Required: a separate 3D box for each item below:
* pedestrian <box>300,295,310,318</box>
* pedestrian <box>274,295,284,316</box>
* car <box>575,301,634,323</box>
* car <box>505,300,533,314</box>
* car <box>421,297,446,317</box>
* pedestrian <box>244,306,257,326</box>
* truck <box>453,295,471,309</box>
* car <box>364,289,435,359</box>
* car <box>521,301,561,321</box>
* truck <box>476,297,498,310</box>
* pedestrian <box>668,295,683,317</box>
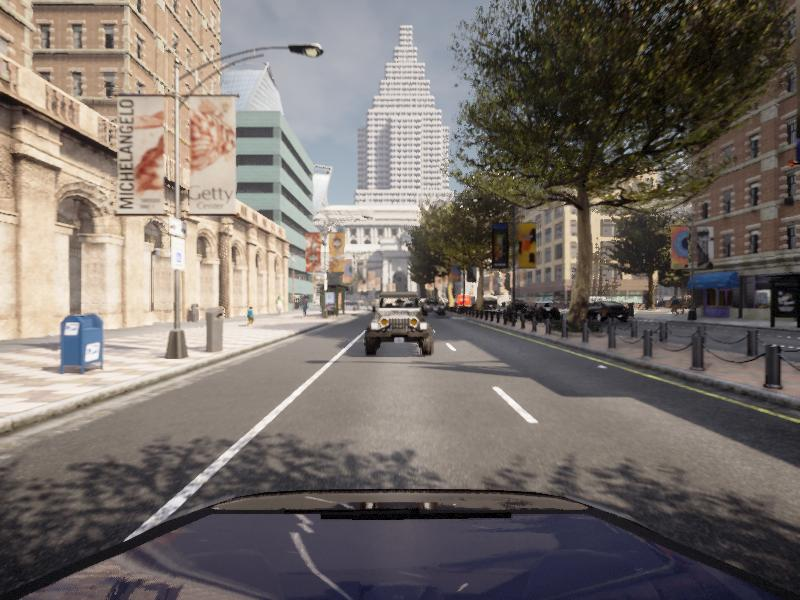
[{"bbox_3d":[-7.808,0.499,32.935,0.751,1.860,0.751,0,0,-6],"label":"pedestrian"},{"bbox_3d":[-11.021,0.500,36.364,0.751,1.860,0.751,0,0,-10],"label":"pedestrian"},{"bbox_3d":[14.956,0.856,29.625,1.837,1.490,4.892,0,0,0],"label":"car"},{"bbox_3d":[14.930,0.792,50.398,1.930,1.638,5.238,0,0,0],"label":"car"},{"bbox_3d":[3.286,0.668,39.882,1.932,1.855,4.605,0,0,-2],"label":"car"},{"bbox_3d":[-8.235,0.874,22.002,0.500,1.100,0.500,0,0,2],"label":"pedestrian"},{"bbox_3d":[11.402,0.385,73.843,2.627,2.467,5.204,0,0,0],"label":"truck"},{"bbox_3d":[-0.025,0.652,12.691,1.905,1.878,3.866,0,0,0],"label":"car"},{"bbox_3d":[11.453,0.867,32.750,1.970,1.475,3.806,0,0,0],"label":"car"},{"bbox_3d":[14.908,0.572,68.651,2.390,2.098,6.274,0,0,0],"label":"truck"},{"bbox_3d":[23.539,0.500,34.233,0.751,1.860,0.751,0,0,-3],"label":"pedestrian"}]
